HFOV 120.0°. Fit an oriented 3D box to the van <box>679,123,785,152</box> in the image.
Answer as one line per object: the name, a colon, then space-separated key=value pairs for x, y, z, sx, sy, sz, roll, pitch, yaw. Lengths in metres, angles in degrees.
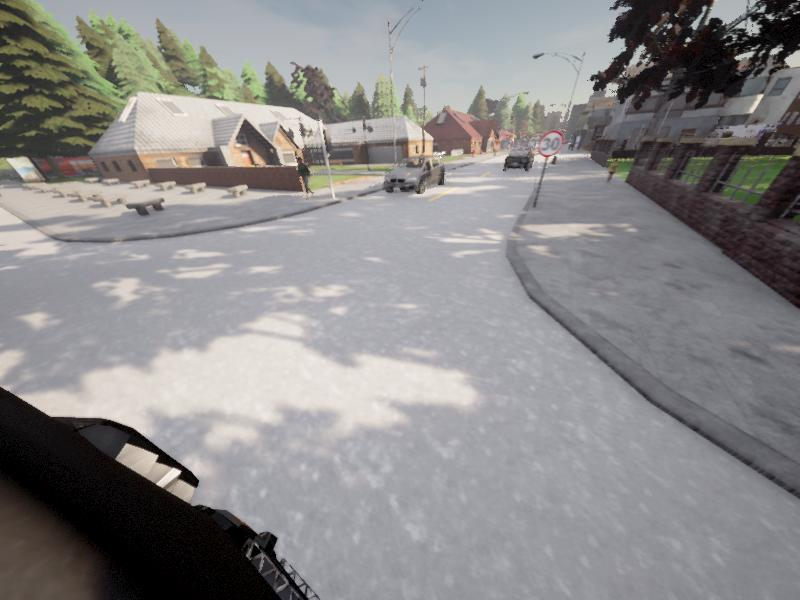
van: x=38.432 y=-19.021 z=27.212 sx=6.366 sy=2.431 sz=2.351 roll=16 pitch=38 yaw=26

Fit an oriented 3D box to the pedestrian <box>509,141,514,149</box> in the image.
pedestrian: x=30.330 y=-42.242 z=62.927 sx=0.751 sy=1.860 sz=0.751 roll=12 pitch=37 yaw=21

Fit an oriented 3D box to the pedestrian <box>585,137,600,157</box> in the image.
pedestrian: x=22.158 y=-17.570 z=26.604 sx=0.751 sy=1.860 sz=0.751 roll=24 pitch=42 yaw=35

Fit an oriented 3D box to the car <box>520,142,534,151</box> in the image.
car: x=29.848 y=-35.926 z=54.075 sx=2.163 sy=1.488 sz=4.792 roll=16 pitch=38 yaw=26

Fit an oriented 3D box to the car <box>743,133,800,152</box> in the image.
car: x=38.589 y=-15.954 z=23.414 sx=3.633 sy=1.501 sz=1.845 roll=15 pitch=38 yaw=25

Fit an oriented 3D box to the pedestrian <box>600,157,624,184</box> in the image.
pedestrian: x=10.625 y=-6.484 z=11.586 sx=0.500 sy=1.100 sz=0.500 roll=17 pitch=38 yaw=27

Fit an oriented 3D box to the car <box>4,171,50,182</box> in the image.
car: x=-69.565 y=-23.091 z=43.162 sx=1.994 sy=1.385 sz=4.181 roll=16 pitch=38 yaw=26

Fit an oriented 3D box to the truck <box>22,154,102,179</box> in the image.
truck: x=-70.198 y=-28.007 z=48.377 sx=2.891 sy=3.827 sz=8.468 roll=16 pitch=38 yaw=26

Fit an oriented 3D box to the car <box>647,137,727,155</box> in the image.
car: x=32.756 y=-17.722 z=26.646 sx=5.357 sy=1.411 sz=2.033 roll=17 pitch=39 yaw=27

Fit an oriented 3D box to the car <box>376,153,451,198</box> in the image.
car: x=0.960 y=-7.220 z=13.165 sx=2.242 sy=1.667 sz=4.611 roll=16 pitch=38 yaw=26

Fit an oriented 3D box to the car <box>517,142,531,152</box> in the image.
car: x=26.558 y=-32.706 z=49.396 sx=1.851 sy=1.617 sz=3.988 roll=16 pitch=38 yaw=26

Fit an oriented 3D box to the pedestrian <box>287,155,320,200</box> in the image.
pedestrian: x=-4.633 y=-5.922 z=11.245 sx=0.751 sy=1.860 sz=0.751 roll=7 pitch=35 yaw=15

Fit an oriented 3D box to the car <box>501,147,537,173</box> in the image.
car: x=10.204 y=-11.980 z=19.691 sx=1.882 sy=1.535 sz=5.008 roll=16 pitch=38 yaw=26

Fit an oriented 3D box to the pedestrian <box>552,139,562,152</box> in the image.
pedestrian: x=27.727 y=-27.319 z=40.795 sx=0.751 sy=1.860 sz=0.751 roll=23 pitch=41 yaw=33

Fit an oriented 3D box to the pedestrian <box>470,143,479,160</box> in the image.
pedestrian: x=10.418 y=-20.810 z=32.383 sx=0.751 sy=1.860 sz=0.751 roll=17 pitch=39 yaw=27

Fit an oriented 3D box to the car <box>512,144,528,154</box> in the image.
car: x=23.079 y=-29.094 z=44.472 sx=1.994 sy=1.385 sz=4.181 roll=16 pitch=38 yaw=26
